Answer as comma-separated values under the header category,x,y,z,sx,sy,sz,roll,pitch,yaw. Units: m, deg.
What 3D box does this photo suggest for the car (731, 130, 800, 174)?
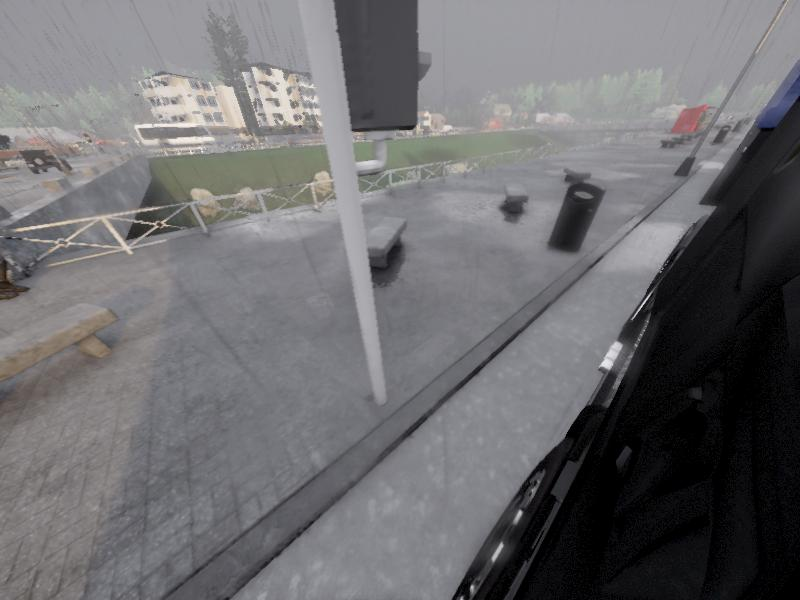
category,x,y,z,sx,sy,sz,roll,pitch,yaw
car,18.176,-7.214,11.096,4.181,1.385,1.994,-27,43,-29

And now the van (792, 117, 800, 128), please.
category,x,y,z,sx,sy,sz,roll,pitch,yaw
van,64.088,-28.479,35.870,5.915,2.561,1.988,-27,43,-30

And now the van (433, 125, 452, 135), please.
category,x,y,z,sx,sy,sz,roll,pitch,yaw
van,14.132,-56.258,76.453,6.366,2.431,2.351,-27,43,-29

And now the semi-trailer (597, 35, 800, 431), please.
category,x,y,z,sx,sy,sz,roll,pitch,yaw
semi-trailer,8.731,-3.570,4.213,14.254,4.402,2.717,-28,43,-30

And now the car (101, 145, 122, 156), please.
category,x,y,z,sx,sy,sz,roll,pitch,yaw
car,-58.014,-30.173,46.528,1.789,1.549,3.705,-27,43,-30

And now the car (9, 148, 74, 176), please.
category,x,y,z,sx,sy,sz,roll,pitch,yaw
car,-33.171,-12.987,21.595,1.905,1.878,3.866,-27,43,-30

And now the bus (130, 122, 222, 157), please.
category,x,y,z,sx,sy,sz,roll,pitch,yaw
bus,-37.794,-27.768,39.790,10.273,4.253,3.944,-26,42,-28

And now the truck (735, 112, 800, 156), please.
category,x,y,z,sx,sy,sz,roll,pitch,yaw
truck,25.100,-11.113,15.303,6.274,2.098,2.390,-27,43,-30

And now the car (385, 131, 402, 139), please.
category,x,y,z,sx,sy,sz,roll,pitch,yaw
car,-1.795,-47.602,66.571,4.892,1.490,1.837,-27,43,-29

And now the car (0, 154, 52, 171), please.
category,x,y,z,sx,sy,sz,roll,pitch,yaw
car,-43.325,-16.072,26.873,1.895,1.301,4.718,-27,43,-30

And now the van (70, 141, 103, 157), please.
category,x,y,z,sx,sy,sz,roll,pitch,yaw
van,-64.574,-31.322,47.750,2.351,2.431,6.366,-27,43,-30

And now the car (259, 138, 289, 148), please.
category,x,y,z,sx,sy,sz,roll,pitch,yaw
car,-27.376,-34.273,50.302,5.357,1.411,2.033,-27,43,-29

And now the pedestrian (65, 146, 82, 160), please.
category,x,y,z,sx,sy,sz,roll,pitch,yaw
pedestrian,-53.831,-24.318,38.105,0.751,1.860,0.751,-27,43,-29

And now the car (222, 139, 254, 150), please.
category,x,y,z,sx,sy,sz,roll,pitch,yaw
car,-32.717,-31.448,46.746,4.892,1.490,1.837,-27,43,-29

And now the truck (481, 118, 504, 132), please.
category,x,y,z,sx,sy,sz,roll,pitch,yaw
truck,33.773,-63.938,84.407,8.468,3.827,2.891,-27,43,-29

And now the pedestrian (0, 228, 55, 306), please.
category,x,y,z,sx,sy,sz,roll,pitch,yaw
pedestrian,-6.693,-0.838,3.445,0.751,1.860,0.751,-28,43,-30

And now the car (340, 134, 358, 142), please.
category,x,y,z,sx,sy,sz,roll,pitch,yaw
car,-13.048,-41.713,59.432,3.806,1.475,1.970,-27,43,-29

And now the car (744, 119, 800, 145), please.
category,x,y,z,sx,sy,sz,roll,pitch,yaw
car,32.235,-14.581,20.020,4.902,1.511,2.128,-28,43,-29

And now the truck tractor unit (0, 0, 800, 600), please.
category,x,y,z,sx,sy,sz,roll,pitch,yaw
truck tractor unit,2.645,-0.295,0.352,6.516,4.208,3.053,-28,44,-30
